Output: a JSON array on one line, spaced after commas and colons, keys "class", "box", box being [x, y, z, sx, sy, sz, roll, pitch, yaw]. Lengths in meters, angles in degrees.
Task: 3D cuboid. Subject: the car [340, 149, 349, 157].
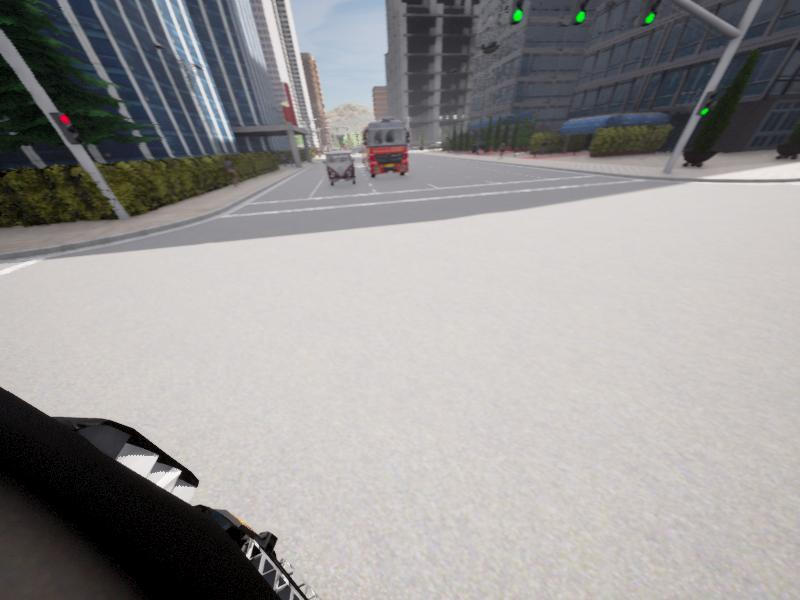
[{"class": "car", "box": [-14.351, -37.759, 59.423, 1.882, 1.535, 5.008, -8, 34, -8]}]

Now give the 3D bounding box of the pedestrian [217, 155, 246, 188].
[{"class": "pedestrian", "box": [-11.474, -8.761, 15.766, 0.751, 1.860, 0.751, -8, 34, -7]}]

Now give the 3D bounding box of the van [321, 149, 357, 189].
[{"class": "van", "box": [-4.116, -9.203, 16.027, 1.775, 1.987, 4.442, -8, 34, -8]}]

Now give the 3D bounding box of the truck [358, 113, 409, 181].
[{"class": "truck", "box": [-1.621, -12.958, 19.730, 2.891, 3.827, 8.468, -8, 34, -8]}]

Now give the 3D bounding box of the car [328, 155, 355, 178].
[{"class": "car", "box": [-5.322, -12.410, 21.316, 1.970, 1.475, 3.806, -8, 34, -8]}]

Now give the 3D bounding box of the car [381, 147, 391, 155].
[{"class": "car", "box": [-3.647, -38.132, 59.108, 1.882, 1.535, 5.008, -8, 34, -8]}]

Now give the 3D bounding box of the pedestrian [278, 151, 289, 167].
[{"class": "pedestrian", "box": [-16.081, -19.470, 31.952, 0.751, 1.860, 0.751, -13, 35, -14]}]

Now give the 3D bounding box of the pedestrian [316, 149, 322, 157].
[{"class": "pedestrian", "box": [-21.652, -39.262, 61.628, 0.751, 1.860, 0.751, 4, 35, 11]}]

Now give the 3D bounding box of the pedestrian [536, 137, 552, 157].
[{"class": "pedestrian", "box": [16.574, -17.646, 26.616, 0.751, 1.860, 0.751, -15, 36, -17]}]

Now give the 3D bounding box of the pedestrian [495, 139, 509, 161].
[{"class": "pedestrian", "box": [10.838, -15.935, 24.558, 0.751, 1.860, 0.751, -8, 34, -8]}]

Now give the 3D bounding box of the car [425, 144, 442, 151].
[{"class": "car", "box": [11.297, -51.843, 78.323, 5.027, 1.651, 2.152, -8, 34, -7]}]

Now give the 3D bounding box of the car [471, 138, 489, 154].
[{"class": "car", "box": [13.998, -26.905, 40.354, 2.390, 2.098, 6.274, 9, 36, 17]}]

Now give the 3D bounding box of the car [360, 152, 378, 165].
[{"class": "car", "box": [-4.373, -19.821, 32.279, 1.994, 1.385, 4.181, -9, 34, -8]}]

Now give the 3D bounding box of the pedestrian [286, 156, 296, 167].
[{"class": "pedestrian", "box": [-14.940, -19.029, 31.709, 0.751, 1.300, 0.751, -9, 35, -9]}]

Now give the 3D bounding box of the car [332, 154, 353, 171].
[{"class": "car", "box": [-6.766, -16.424, 27.433, 2.033, 1.411, 5.357, -8, 34, -8]}]

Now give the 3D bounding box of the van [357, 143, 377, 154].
[{"class": "van", "box": [-10.361, -47.231, 72.154, 5.915, 2.561, 1.988, -8, 34, -7]}]
